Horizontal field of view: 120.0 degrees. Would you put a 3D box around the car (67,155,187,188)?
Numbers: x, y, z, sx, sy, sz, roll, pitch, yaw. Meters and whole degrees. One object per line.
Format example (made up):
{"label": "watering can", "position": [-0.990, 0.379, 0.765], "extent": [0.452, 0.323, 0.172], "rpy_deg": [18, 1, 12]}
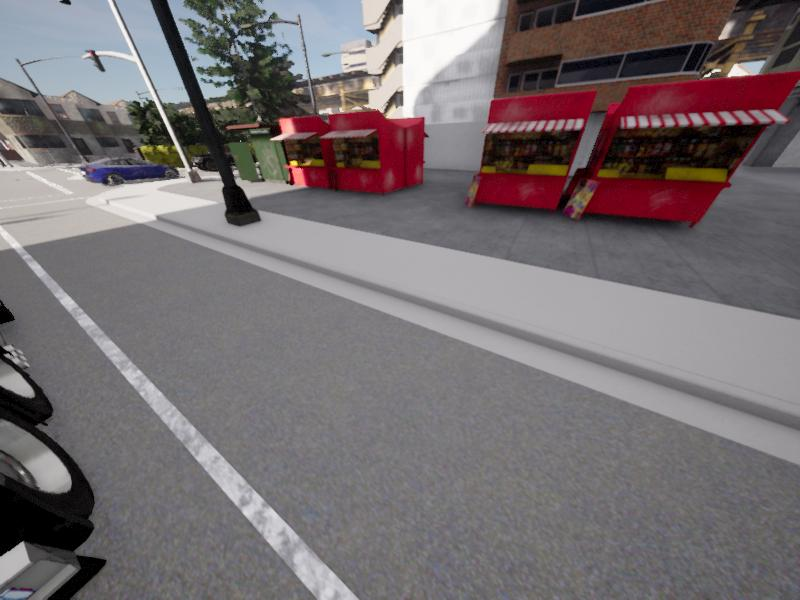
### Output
{"label": "car", "position": [-18.354, -8.963, 15.914], "extent": [2.163, 1.488, 4.792], "rpy_deg": [15, 38, 22]}

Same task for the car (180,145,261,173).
{"label": "car", "position": [-17.312, -13.982, 22.702], "extent": [2.150, 2.045, 5.566], "rpy_deg": [18, 39, 26]}

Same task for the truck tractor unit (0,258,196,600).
{"label": "truck tractor unit", "position": [-5.102, -0.309, 0.794], "extent": [6.516, 4.208, 3.053], "rpy_deg": [19, 39, 25]}
